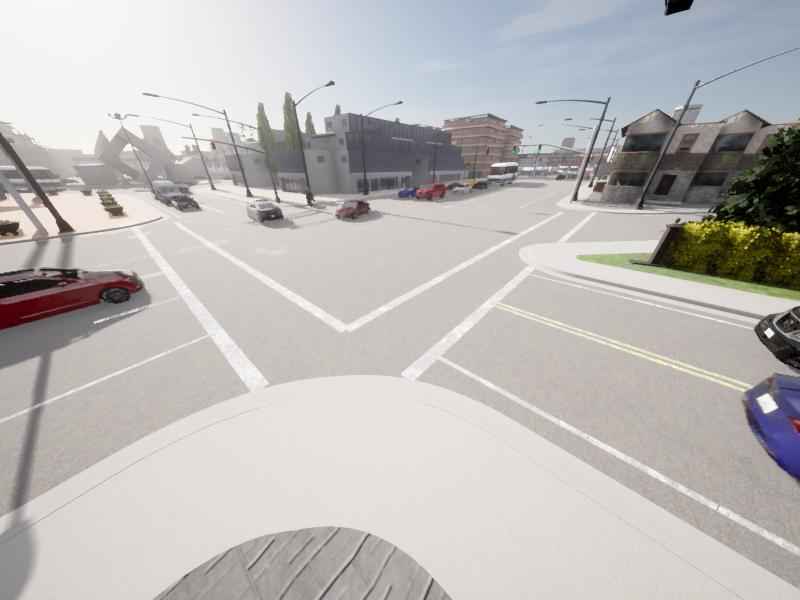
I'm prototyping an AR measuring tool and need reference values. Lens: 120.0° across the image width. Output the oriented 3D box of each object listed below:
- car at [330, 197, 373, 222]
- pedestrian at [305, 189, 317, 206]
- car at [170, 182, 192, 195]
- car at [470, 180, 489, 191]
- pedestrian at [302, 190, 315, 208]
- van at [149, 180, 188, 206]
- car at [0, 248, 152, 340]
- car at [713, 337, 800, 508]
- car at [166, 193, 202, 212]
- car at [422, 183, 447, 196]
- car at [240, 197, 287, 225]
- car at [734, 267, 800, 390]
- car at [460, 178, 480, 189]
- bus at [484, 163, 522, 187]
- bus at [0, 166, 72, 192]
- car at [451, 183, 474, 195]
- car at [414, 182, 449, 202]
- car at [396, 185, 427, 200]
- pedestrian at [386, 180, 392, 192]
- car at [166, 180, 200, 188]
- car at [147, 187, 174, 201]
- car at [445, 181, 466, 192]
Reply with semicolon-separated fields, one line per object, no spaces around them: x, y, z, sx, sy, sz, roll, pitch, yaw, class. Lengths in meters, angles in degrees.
-4.361;-8.566;21.704;1.812;1.442;4.674;9;31;16;car
-10.713;-12.353;27.798;0.751;1.860;0.751;3;30;5;pedestrian
-39.376;-20.075;41.440;5.238;1.638;1.930;26;39;38;car
15.225;-21.851;44.136;1.816;1.474;4.193;23;38;34;car
-10.418;-11.527;26.367;0.751;1.860;0.751;3;30;5;pedestrian
-29.986;-13.922;29.886;5.915;2.561;1.988;23;37;34;van
-11.320;-0.231;7.357;1.816;1.474;4.193;22;37;33;car
7.782;2.503;2.494;4.792;1.488;2.163;23;37;35;car
-24.281;-11.043;25.962;4.193;1.474;1.816;23;37;34;car
5.948;-18.877;39.331;1.837;1.490;4.892;22;38;34;car
-12.345;-8.089;20.714;1.930;1.638;5.238;-25;38;-36;car
11.035;1.388;3.860;5.566;2.045;2.150;23;37;34;car
14.715;-24.380;48.283;1.882;1.535;5.008;23;39;34;car
22.966;-27.877;51.156;3.944;4.253;10.273;23;38;34;bus
-71.530;-23.243;44.309;10.273;4.253;3.944;3;30;5;bus
10.690;-19.009;39.507;1.812;1.442;4.674;23;38;34;car
4.491;-15.482;32.963;2.150;2.045;5.566;23;38;34;car
1.789;-16.373;35.030;1.882;1.535;5.008;22;37;34;car
-1.863;-20.010;40.666;0.751;1.860;0.751;16;34;26;pedestrian
-50.779;-27.305;54.211;2.033;1.411;5.357;15;33;24;car
-35.140;-15.621;33.838;3.633;1.501;1.845;22;37;33;car
10.656;-21.736;44.166;1.994;1.385;4.181;24;39;35;car
